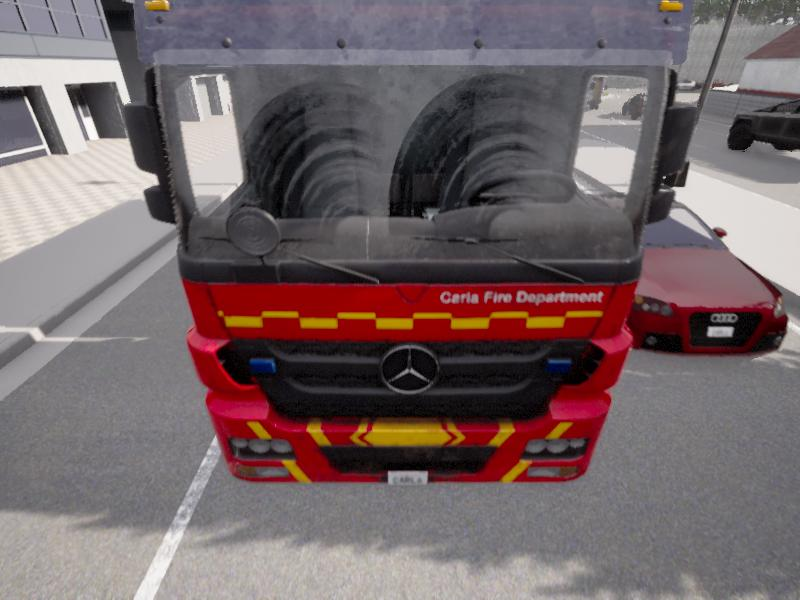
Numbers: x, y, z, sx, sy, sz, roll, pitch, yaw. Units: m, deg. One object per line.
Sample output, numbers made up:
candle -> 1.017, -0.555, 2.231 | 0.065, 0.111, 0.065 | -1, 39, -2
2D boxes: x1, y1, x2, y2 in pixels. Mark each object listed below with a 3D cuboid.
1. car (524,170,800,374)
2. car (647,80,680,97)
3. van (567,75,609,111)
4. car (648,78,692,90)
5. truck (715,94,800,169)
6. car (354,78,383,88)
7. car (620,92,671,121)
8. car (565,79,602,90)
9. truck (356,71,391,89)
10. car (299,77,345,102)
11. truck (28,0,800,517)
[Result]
car -> 3.553, -0.804, 6.069 | 1.994, 1.385, 4.181 | 0, 30, 0
car -> 32.431, -26.219, 49.461 | 1.930, 1.638, 5.238 | 8, 31, 14
van -> 16.403, -18.092, 34.704 | 2.351, 2.431, 6.366 | 14, 33, 23
car -> 41.473, -33.178, 61.529 | 4.974, 1.542, 2.038 | 1, 30, 2
truck -> 15.090, -6.076, 14.412 | 2.390, 2.098, 6.274 | 0, 30, 0
car -> -5.441, -37.711, 69.437 | 4.718, 1.301, 1.895 | -25, 39, -36
car -> 16.995, -13.587, 27.923 | 1.816, 1.474, 4.193 | 7, 31, 12
car -> 28.520, -33.508, 62.156 | 4.674, 1.442, 1.812 | 22, 37, 33
truck -> -4.322, -36.268, 65.807 | 5.204, 2.467, 2.627 | -27, 39, -38
car -> -8.222, -22.085, 41.885 | 2.150, 2.045, 5.566 | -21, 36, -31
truck -> 0.053, -2.089, 5.828 | 2.891, 3.827, 8.468 | 0, 30, 0
